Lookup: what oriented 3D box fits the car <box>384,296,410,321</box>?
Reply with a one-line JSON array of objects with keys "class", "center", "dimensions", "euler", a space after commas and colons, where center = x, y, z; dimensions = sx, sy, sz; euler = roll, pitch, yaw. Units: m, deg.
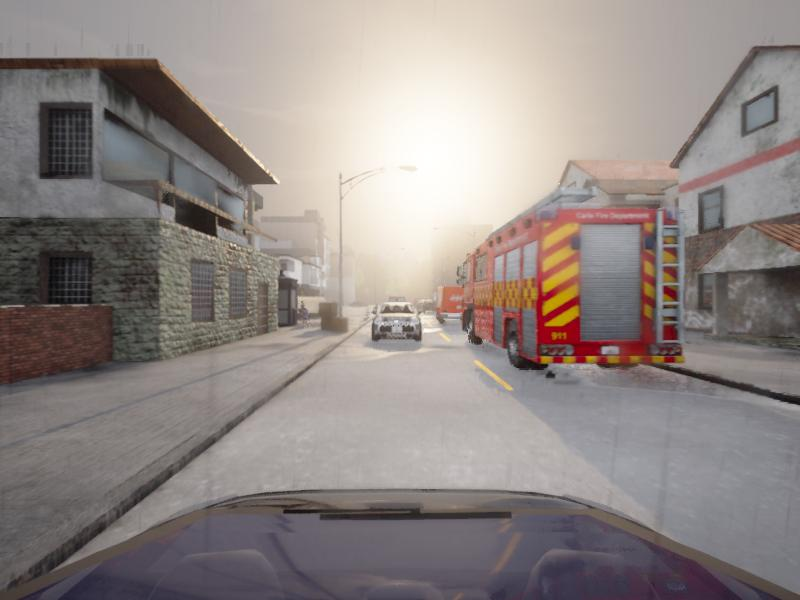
[{"class": "car", "center": [-0.221, 0.613, 30.857], "dimensions": [1.905, 1.878, 3.866], "euler": [0, 0, 0]}]

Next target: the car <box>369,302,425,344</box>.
[{"class": "car", "center": [-0.117, 0.835, 16.088], "dimensions": [1.970, 1.475, 3.806], "euler": [0, 0, 0]}]

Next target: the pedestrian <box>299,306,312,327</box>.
[{"class": "pedestrian", "center": [-5.046, 0.890, 21.426], "dimensions": [0.500, 1.100, 0.500], "euler": [0, 0, 23]}]

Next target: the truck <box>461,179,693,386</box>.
[{"class": "truck", "center": [3.938, -0.333, 11.672], "dimensions": [2.891, 3.827, 8.468], "euler": [0, 0, -1]}]

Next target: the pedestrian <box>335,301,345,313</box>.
[{"class": "pedestrian", "center": [-6.482, 0.781, 43.260], "dimensions": [0.751, 1.300, 0.751], "euler": [0, 0, 19]}]

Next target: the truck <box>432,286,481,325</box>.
[{"class": "truck", "center": [3.761, 0.330, 27.718], "dimensions": [2.627, 2.467, 5.204], "euler": [0, 0, 0]}]
